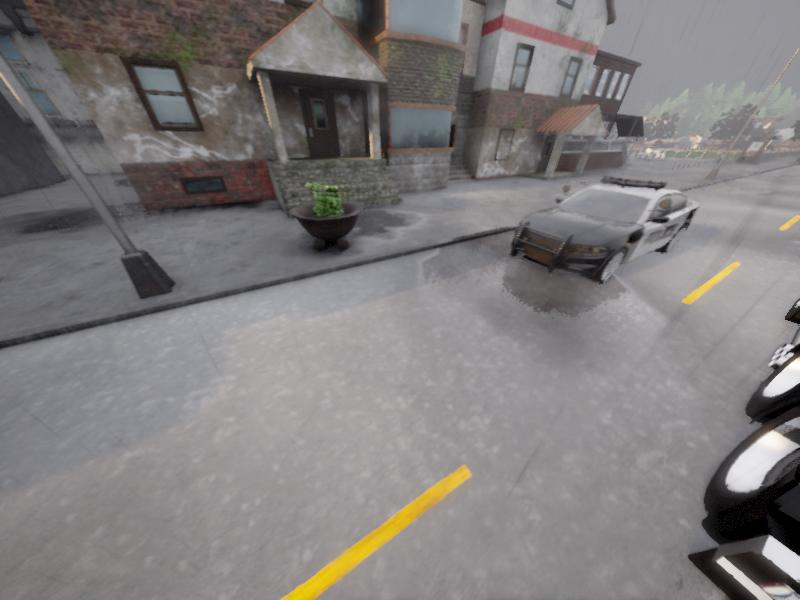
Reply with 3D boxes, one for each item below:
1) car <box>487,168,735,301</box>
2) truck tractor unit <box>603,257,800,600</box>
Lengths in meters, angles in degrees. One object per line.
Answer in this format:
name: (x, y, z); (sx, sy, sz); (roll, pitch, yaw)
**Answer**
car: (4.794, -1.868, 5.293); (5.238, 1.638, 1.930); (-18, 39, -24)
truck tractor unit: (5.099, -0.312, 0.800); (6.516, 4.208, 3.053); (-19, 39, -25)
